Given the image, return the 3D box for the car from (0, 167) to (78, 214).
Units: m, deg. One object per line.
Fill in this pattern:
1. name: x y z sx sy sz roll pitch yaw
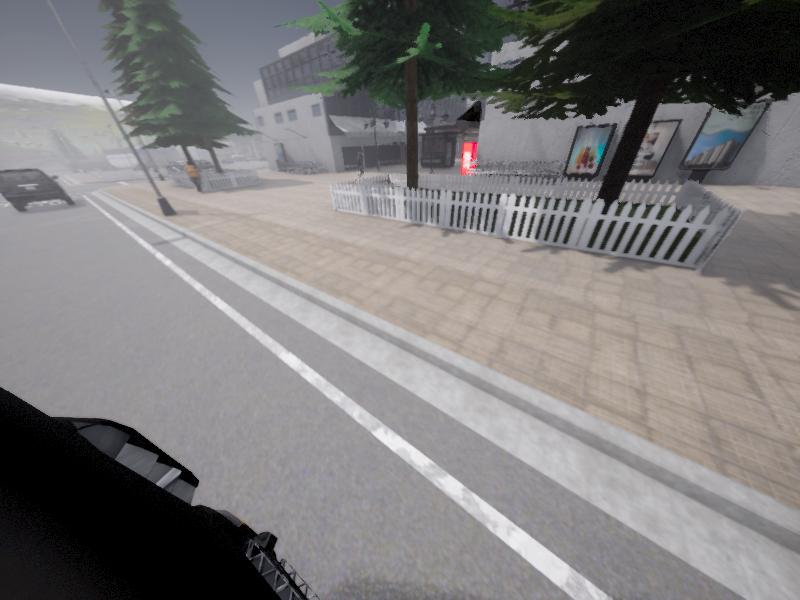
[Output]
1. car: -22.162 -6.794 13.986 5.566 2.045 2.150 21 40 31

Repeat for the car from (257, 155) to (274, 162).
1. car: -37.772 -39.781 64.853 4.514 1.523 2.007 21 41 32

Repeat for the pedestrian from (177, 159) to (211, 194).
1. pedestrian: -12.937 -7.749 14.557 0.751 1.860 0.751 21 40 31

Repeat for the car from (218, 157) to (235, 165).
1. car: -43.877 -35.168 58.426 3.633 1.501 1.845 21 41 32

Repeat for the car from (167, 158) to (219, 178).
1. car: -27.849 -17.919 31.253 1.932 1.855 4.605 21 41 32

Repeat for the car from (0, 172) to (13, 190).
1. car: -47.157 -13.704 26.697 3.705 1.549 1.789 22 41 31

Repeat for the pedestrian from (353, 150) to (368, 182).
1. pedestrian: -2.751 -9.285 16.044 0.751 1.860 0.751 -8 34 -7

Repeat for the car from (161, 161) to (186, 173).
1. car: -38.371 -22.523 39.112 3.633 1.501 1.845 21 41 32

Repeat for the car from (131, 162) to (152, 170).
1. car: -59.025 -30.599 52.749 4.514 1.523 2.007 21 41 32

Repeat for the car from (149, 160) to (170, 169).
1. car: -57.161 -32.070 54.800 5.027 1.636 2.152 21 41 32

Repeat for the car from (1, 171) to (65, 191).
1. car: -40.181 -13.210 25.502 2.163 1.488 4.792 -24 39 -29
